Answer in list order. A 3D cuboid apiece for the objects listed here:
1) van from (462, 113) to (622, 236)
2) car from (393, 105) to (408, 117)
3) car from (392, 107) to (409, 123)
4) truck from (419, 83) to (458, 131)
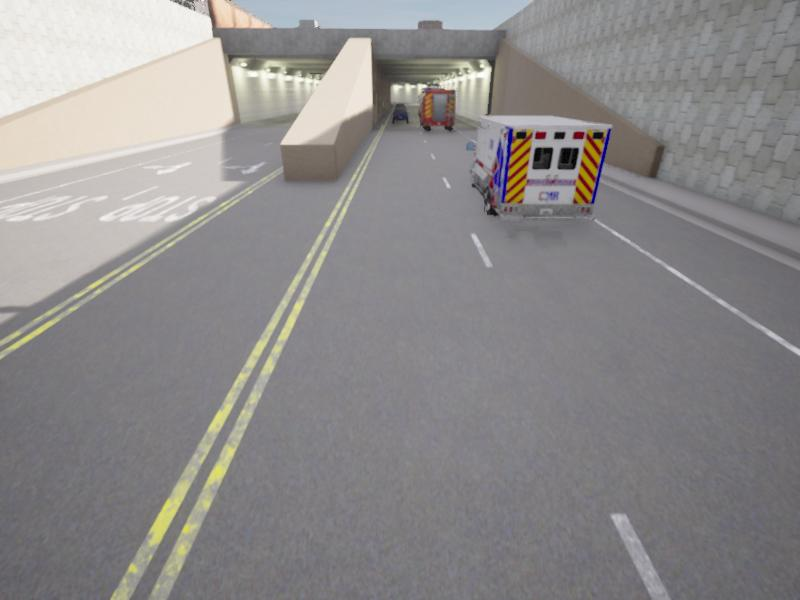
[{"bbox_3d":[3.524,-4.073,11.864,2.351,2.431,6.366,0,27,0],"label":"van"},{"bbox_3d":[0.074,-28.109,59.531,2.033,1.411,5.357,0,27,0],"label":"car"},{"bbox_3d":[0.059,-22.008,47.554,1.882,1.535,5.008,0,27,0],"label":"car"},{"bbox_3d":[3.560,-19.016,39.291,2.891,3.827,8.468,0,27,0],"label":"truck"}]
